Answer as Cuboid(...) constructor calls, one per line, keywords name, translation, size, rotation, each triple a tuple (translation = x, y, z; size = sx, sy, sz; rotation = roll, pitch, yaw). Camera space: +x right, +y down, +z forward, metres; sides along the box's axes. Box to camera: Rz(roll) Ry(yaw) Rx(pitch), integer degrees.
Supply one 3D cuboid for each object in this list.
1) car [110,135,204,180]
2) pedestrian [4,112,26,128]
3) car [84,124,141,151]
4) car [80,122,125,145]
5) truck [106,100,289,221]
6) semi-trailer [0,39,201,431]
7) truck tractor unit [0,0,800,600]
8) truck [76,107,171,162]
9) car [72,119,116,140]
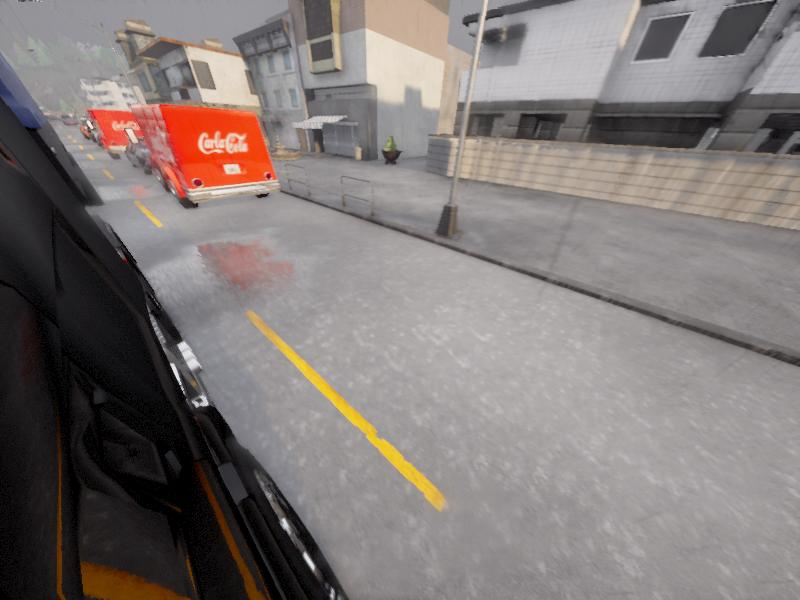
Cuboid(name="car", translation=(-12.371, -7.374, 11.706), size=(5.357, 1.411, 2.033), rotation=(28, 43, 30))
Cuboid(name="pedestrian", translation=(-59.335, -27.678, 35.581), size=(0.751, 1.860, 0.751), rotation=(-19, 42, -27))
Cuboid(name="car", translation=(-23.809, -13.480, 19.127), size=(4.974, 1.542, 2.038), rotation=(28, 43, 30))
Cuboid(name="car", translation=(-28.976, -16.244, 22.476), size=(3.988, 1.617, 1.851), rotation=(28, 43, 30))
Cuboid(name="truck", translation=(-6.574, -4.751, 7.618), size=(5.204, 2.467, 2.627), rotation=(28, 43, 30))
Cuboid(name="semi-trailer", translation=(-8.700, -3.584, 4.252), size=(14.254, 4.402, 2.717), rotation=(28, 43, 30))
Cuboid(name="truck tractor unit", translation=(-2.645, -0.295, 0.351), size=(6.516, 4.208, 3.053), rotation=(28, 44, 30))
Cuboid(name="truck", translation=(-17.888, -10.738, 14.996), size=(5.204, 2.467, 2.627), rotation=(28, 43, 30))
Cuboid(name="car", translation=(-34.013, -18.982, 25.703), size=(4.553, 1.767, 2.097), rotation=(28, 43, 30))
